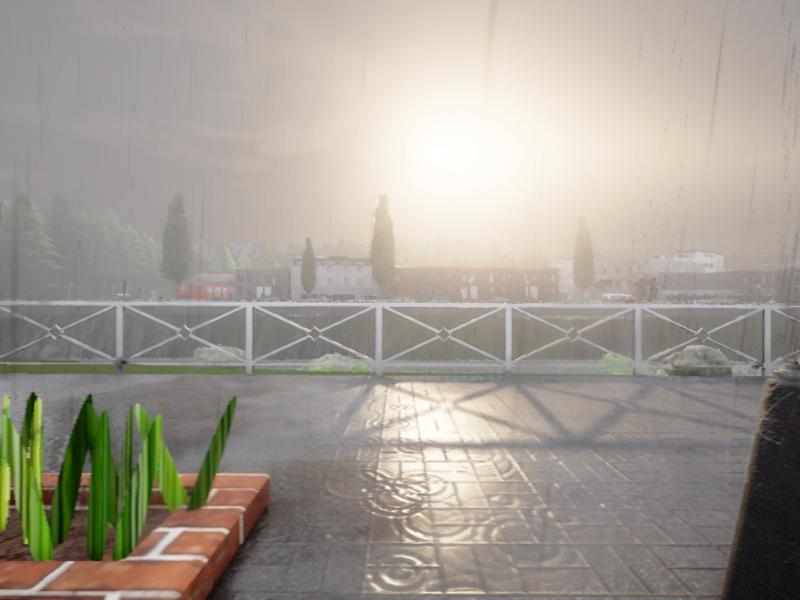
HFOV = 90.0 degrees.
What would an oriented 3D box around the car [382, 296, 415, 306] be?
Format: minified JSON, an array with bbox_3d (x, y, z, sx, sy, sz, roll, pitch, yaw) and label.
[{"bbox_3d":[-0.284,0.169,64.358,5.238,1.638,1.930,0,0,0],"label":"car"}]

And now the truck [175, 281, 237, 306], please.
[{"bbox_3d":[-31.099,-1.067,64.349,8.468,3.827,2.891,0,0,0],"label":"truck"}]

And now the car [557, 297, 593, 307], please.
[{"bbox_3d":[28.137,0.300,64.369,4.856,1.649,2.033,0,0,0],"label":"car"}]

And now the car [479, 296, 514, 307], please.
[{"bbox_3d":[15.495,0.244,64.362,5.238,1.638,1.930,-1,0,0],"label":"car"}]

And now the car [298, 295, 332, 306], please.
[{"bbox_3d":[-13.633,0.116,64.352,5.027,1.651,2.152,0,0,0],"label":"car"}]

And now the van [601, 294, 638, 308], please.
[{"bbox_3d":[33.053,0.125,60.371,4.480,2.038,2.069,0,0,0],"label":"van"}]

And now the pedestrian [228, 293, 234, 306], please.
[{"bbox_3d":[-25.984,-0.085,61.473,0.751,1.860,0.751,0,0,-5],"label":"pedestrian"}]

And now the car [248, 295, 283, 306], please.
[{"bbox_3d":[-21.613,0.077,64.353,4.856,1.649,2.033,0,0,0],"label":"car"}]
